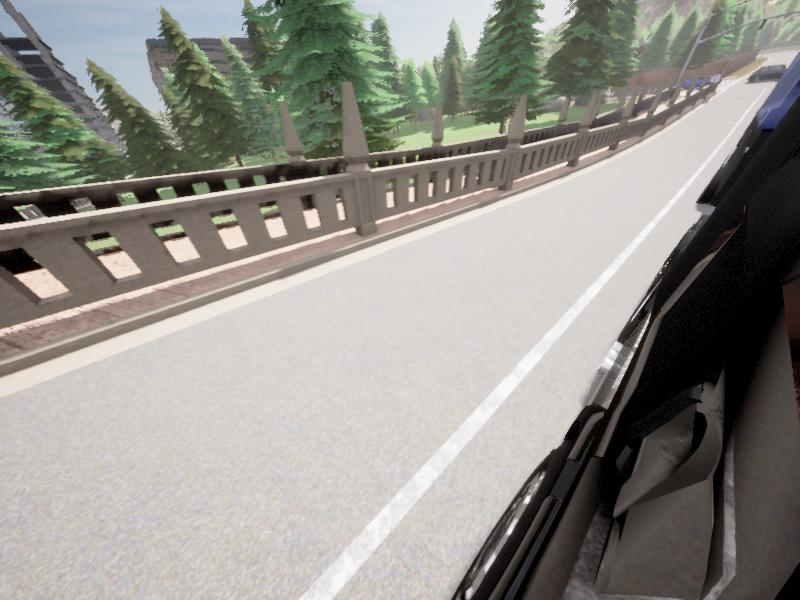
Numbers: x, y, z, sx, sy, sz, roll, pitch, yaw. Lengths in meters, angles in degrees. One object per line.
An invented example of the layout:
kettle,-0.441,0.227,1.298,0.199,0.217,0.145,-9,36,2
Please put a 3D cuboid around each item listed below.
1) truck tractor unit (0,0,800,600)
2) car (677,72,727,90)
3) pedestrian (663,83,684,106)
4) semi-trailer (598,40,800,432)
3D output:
truck tractor unit,2.645,-0.295,0.352,6.516,4.208,3.053,-28,44,-30
car,48.581,-35.201,37.216,2.007,1.525,4.514,-35,47,-26
pedestrian,31.918,-23.922,26.949,0.751,1.860,0.751,-32,45,-24
semi-trailer,8.686,-3.630,4.215,14.254,4.402,2.717,-28,44,-30
